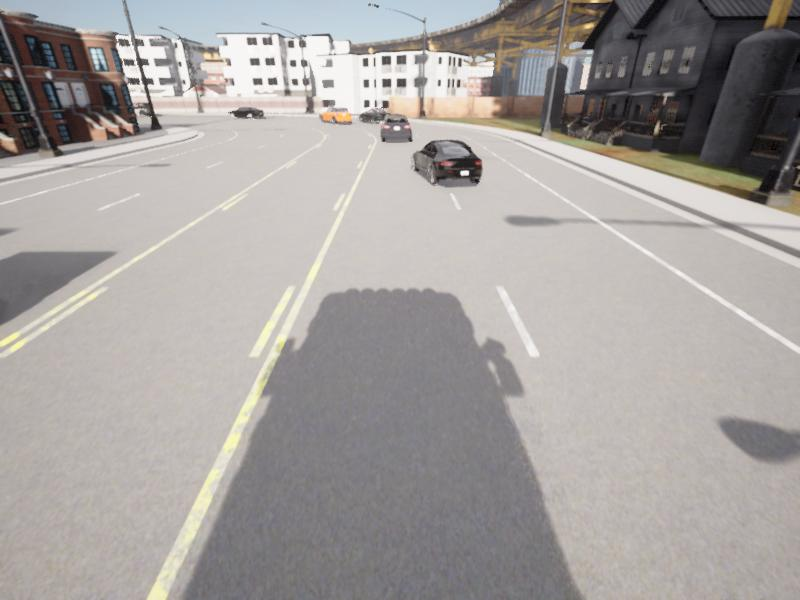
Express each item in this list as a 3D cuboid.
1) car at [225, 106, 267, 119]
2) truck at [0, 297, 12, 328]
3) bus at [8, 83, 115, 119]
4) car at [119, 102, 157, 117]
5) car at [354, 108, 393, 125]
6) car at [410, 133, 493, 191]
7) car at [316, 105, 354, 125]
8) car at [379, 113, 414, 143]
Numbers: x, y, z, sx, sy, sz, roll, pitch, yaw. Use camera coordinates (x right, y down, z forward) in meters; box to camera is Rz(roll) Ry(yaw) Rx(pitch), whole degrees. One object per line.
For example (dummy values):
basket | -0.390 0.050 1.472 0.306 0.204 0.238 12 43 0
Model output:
car | -20.537 -25.034 53.364 5.008 1.535 1.882 11 29 21
truck | -7.008 0.817 2.732 2.390 2.098 6.274 0 27 0
bus | -46.400 -27.499 55.243 10.273 4.253 3.944 0 27 1
car | -38.486 -28.005 58.798 3.866 1.878 1.905 1 27 2
car | -2.966 -20.499 44.577 2.128 1.511 4.902 -17 32 -29
car | 1.780 -5.562 15.752 1.812 1.442 4.674 -5 28 -10
car | -7.250 -20.588 44.449 2.097 1.767 4.553 -18 32 -31
car | -0.352 -12.659 29.233 2.242 1.667 4.611 -2 27 -4
